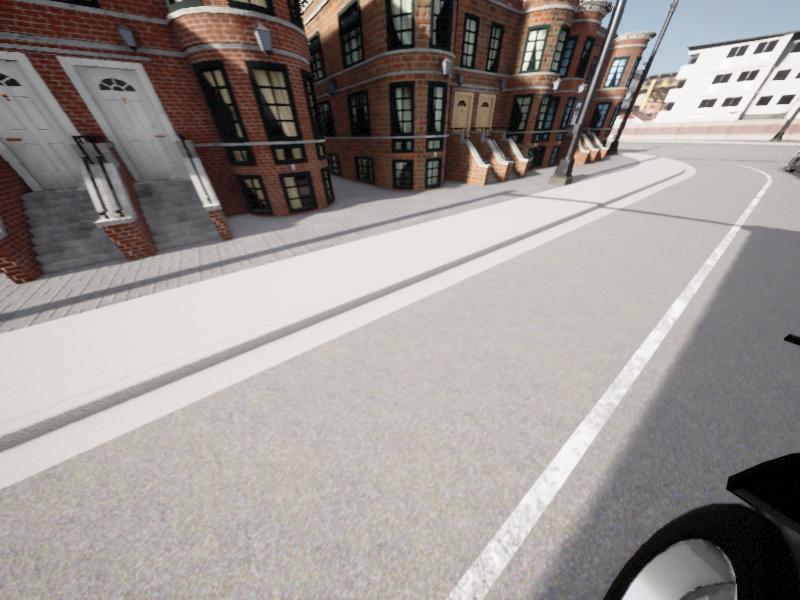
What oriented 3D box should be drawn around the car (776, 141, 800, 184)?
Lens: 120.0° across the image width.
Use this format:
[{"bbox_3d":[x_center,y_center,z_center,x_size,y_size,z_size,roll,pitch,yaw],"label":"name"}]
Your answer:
[{"bbox_3d":[20.192,-6.402,10.641,5.357,1.411,2.033,-31,45,-34],"label":"car"}]
